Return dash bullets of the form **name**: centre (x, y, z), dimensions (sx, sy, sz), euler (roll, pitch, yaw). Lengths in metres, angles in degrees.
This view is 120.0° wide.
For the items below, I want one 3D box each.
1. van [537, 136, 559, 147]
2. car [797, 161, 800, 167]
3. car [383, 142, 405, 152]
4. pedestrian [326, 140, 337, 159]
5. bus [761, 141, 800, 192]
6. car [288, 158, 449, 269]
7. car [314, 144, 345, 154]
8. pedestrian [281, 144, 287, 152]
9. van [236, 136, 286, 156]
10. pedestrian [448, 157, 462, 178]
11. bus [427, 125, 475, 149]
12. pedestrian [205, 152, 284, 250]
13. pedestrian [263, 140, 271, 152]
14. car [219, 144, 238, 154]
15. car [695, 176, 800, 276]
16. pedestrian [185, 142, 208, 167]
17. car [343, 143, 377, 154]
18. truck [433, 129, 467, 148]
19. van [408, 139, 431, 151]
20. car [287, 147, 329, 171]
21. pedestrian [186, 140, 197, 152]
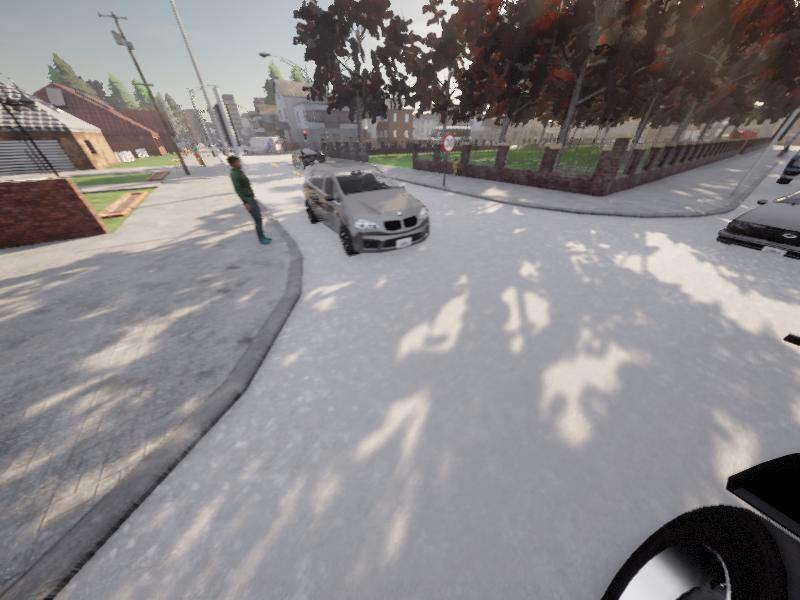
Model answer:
- **van**: centre (44.643, -47.713, 69.516), dimensions (6.366, 2.431, 2.351), euler (-22, 41, -28)
- **car**: centre (37.014, -12.702, 20.002), dimensions (3.866, 1.878, 1.905), euler (-22, 41, -28)
- **car**: centre (-1.125, -28.808, 43.452), dimensions (3.633, 1.501, 1.845), euler (-23, 41, -29)
- **pedestrian**: centre (-8.186, -17.960, 27.609), dimensions (0.751, 1.860, 0.751), euler (-25, 42, -31)
- **bus**: centre (25.006, -8.703, 12.352), dimensions (10.273, 4.253, 3.944), euler (-24, 41, -27)
- **car**: centre (-1.179, -2.794, 6.430), dimensions (2.242, 1.667, 4.611), euler (-21, 40, -27)
- **car**: centre (-12.516, -26.963, 41.124), dimensions (4.718, 1.301, 1.895), euler (-22, 41, -28)
- **pedestrian**: centre (-21.671, -28.426, 43.201), dimensions (0.500, 1.100, 0.500), euler (-3, 35, -4)
- **van**: centre (-22.608, -25.189, 37.801), dimensions (6.366, 2.431, 2.351), euler (3, 42, 5)
- **pedestrian**: centre (3.424, -8.280, 14.451), dimensions (0.500, 1.100, 0.500), euler (-22, 41, -28)
- **bus**: centre (11.662, -37.516, 53.344), dimensions (10.273, 4.253, 3.944), euler (-18, 38, -23)
- **pedestrian**: centre (-3.343, -2.191, 5.189), dimensions (0.751, 1.860, 0.751), euler (-8, 36, -11)
- **pedestrian**: centre (-24.534, -28.326, 42.458), dimensions (0.751, 1.860, 0.751), euler (-16, 38, -21)
- **car**: centre (-30.168, -26.554, 40.614), dimensions (1.994, 1.385, 4.181), euler (-22, 41, -28)
- **car**: centre (10.122, -1.933, 5.363), dimensions (5.357, 1.411, 2.033), euler (-14, 37, -19)
- **pedestrian**: centre (-17.944, -12.843, 20.424), dimensions (0.751, 1.860, 0.751), euler (-13, 37, -18)
- **car**: centre (-6.915, -26.571, 40.441), dimensions (5.357, 1.411, 2.033), euler (-21, 40, -27)
- **truck**: centre (12.809, -42.026, 60.104), dimensions (2.891, 3.827, 8.468), euler (-24, 42, -30)
- **van**: centre (3.840, -30.960, 46.070), dimensions (4.442, 1.987, 1.775), euler (-23, 41, -29)
- **car**: centre (-8.297, -12.653, 20.584), dimensions (1.882, 1.535, 5.008), euler (-22, 41, -28)
- **pedestrian**: centre (-39.389, -29.054, 43.579), dimensions (0.751, 1.860, 0.751), euler (26, 43, 32)
